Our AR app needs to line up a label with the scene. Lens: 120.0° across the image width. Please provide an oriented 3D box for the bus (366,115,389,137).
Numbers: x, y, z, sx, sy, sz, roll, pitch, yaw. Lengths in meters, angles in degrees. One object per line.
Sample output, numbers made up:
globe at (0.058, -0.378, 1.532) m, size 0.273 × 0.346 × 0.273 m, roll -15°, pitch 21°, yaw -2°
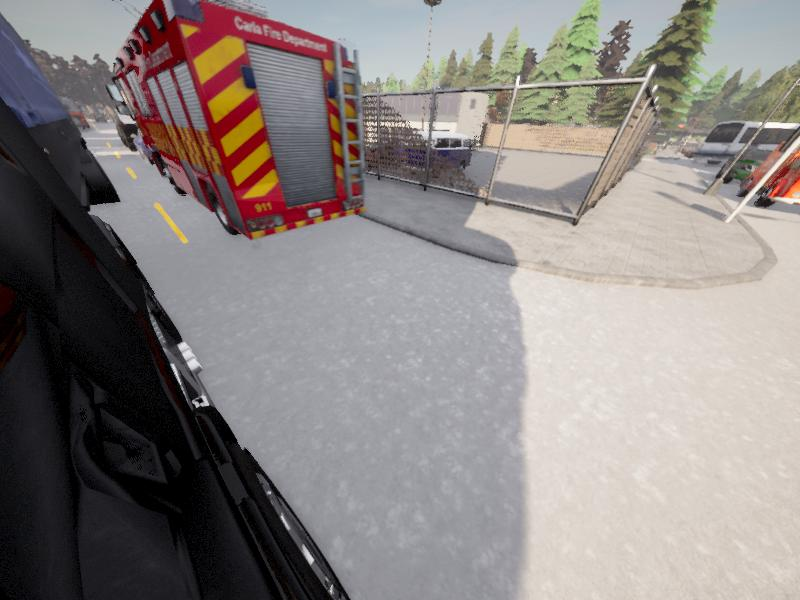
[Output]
bus at (-5.924, -45.205, 60.053) m, size 3.944 × 4.253 × 10.273 m, roll -8°, pitch 39°, yaw -12°

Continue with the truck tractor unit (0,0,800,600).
truck tractor unit at (-2.645, -0.295, 0.352) m, size 6.516 × 4.208 × 3.053 m, roll 28°, pitch 44°, yaw 30°

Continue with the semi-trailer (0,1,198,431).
semi-trailer at (-8.499, -3.742, 4.401) m, size 14.254 × 4.402 × 2.717 m, roll 31°, pitch 45°, yaw 32°

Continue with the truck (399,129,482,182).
truck at (2.266, -8.097, 12.816) m, size 2.069 × 2.038 × 4.478 m, roll 31°, pitch 45°, yaw 32°

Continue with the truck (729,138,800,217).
truck at (17.456, -5.244, 9.794) m, size 2.627 × 2.467 × 5.204 m, roll 31°, pitch 44°, yaw 32°

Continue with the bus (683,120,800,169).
bus at (41.598, -18.191, 27.162) m, size 10.273 × 4.253 × 3.944 m, roll -1°, pitch 35°, yaw -4°

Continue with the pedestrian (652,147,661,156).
pedestrian at (41.182, -23.823, 37.107) m, size 0.500 × 1.100 × 0.500 m, roll 30°, pitch 44°, yaw 31°

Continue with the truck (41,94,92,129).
truck at (-52.747, -29.831, 36.772) m, size 8.468 × 3.827 × 2.891 m, roll 31°, pitch 45°, yaw 32°

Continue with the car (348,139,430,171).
car at (-0.517, -9.635, 15.203) m, size 2.033 × 1.415 × 5.357 m, roll 31°, pitch 45°, yaw 32°

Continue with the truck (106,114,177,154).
truck at (-19.711, -12.711, 17.565) m, size 6.274 × 2.098 × 2.390 m, roll 31°, pitch 45°, yaw 32°

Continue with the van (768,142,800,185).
van at (31.758, -10.450, 17.628) m, size 1.988 × 2.561 × 5.915 m, roll 31°, pitch 45°, yaw 32°

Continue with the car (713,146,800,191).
car at (24.086, -9.111, 15.737) m, size 2.150 × 2.045 × 5.566 m, roll 31°, pitch 45°, yaw 32°

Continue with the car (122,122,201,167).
car at (-13.836, -9.089, 13.376) m, size 4.553 × 1.767 × 2.097 m, roll 31°, pitch 45°, yaw 32°

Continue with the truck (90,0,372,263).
truck at (-4.774, -4.649, 6.354) m, size 8.468 × 3.827 × 2.891 m, roll 30°, pitch 45°, yaw 32°

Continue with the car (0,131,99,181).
car at (-15.189, -6.403, 10.075) m, size 4.181 × 1.385 × 1.994 m, roll 30°, pitch 45°, yaw 32°

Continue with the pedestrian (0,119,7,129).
pedestrian at (-48.234, -21.524, 27.405) m, size 0.751 × 1.860 × 0.751 m, roll 32°, pitch 46°, yaw 33°

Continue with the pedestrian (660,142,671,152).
pedestrian at (61.492, -35.561, 53.509) m, size 0.751 × 1.860 × 0.751 m, roll 11°, pitch 38°, yaw 11°

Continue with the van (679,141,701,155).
van at (68.205, -35.902, 54.394) m, size 1.988 × 2.561 × 5.915 m, roll 31°, pitch 45°, yaw 32°
